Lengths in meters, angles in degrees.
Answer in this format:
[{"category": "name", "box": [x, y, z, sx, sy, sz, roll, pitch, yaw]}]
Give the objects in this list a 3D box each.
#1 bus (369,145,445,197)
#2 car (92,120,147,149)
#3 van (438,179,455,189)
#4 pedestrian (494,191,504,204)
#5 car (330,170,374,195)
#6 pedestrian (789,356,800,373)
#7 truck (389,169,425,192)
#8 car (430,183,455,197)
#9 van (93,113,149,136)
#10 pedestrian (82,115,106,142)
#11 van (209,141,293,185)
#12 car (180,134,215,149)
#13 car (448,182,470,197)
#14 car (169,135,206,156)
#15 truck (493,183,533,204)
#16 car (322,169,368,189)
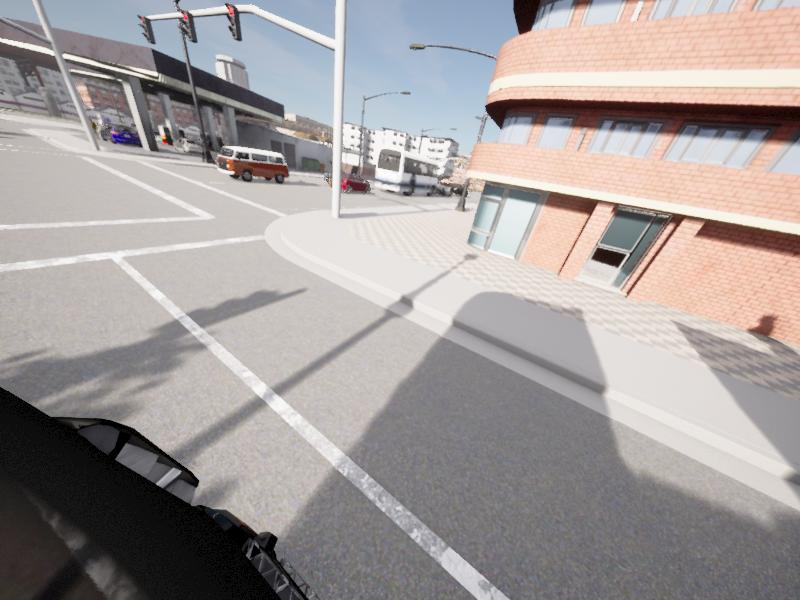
[{"category": "bus", "box": [1.217, -15.108, 27.910, 3.944, 4.253, 10.273, 24, 32, 23]}, {"category": "car", "box": [-28.264, -16.705, 23.315, 4.611, 1.667, 2.242, 25, 32, 24]}, {"category": "van", "box": [14.896, -37.310, 74.339, 4.480, 2.038, 2.069, 25, 32, 24]}, {"category": "pedestrian", "box": [16.363, -16.903, 38.287, 0.751, 1.860, 0.751, 27, 33, 27]}, {"category": "car", "box": [-4.172, -10.353, 20.445, 1.845, 1.501, 3.633, 24, 32, 23]}, {"category": "pedestrian", "box": [8.468, 0.827, 4.003, 0.751, 1.860, 0.751, 28, 34, 29]}, {"category": "truck", "box": [1.108, -17.528, 33.986, 2.627, 2.467, 5.204, 24, 33, 23]}, {"category": "car", "box": [6.916, -17.629, 37.120, 2.038, 1.542, 4.974, 23, 31, 22]}, {"category": "van", "box": [-55.509, -34.994, 46.241, 2.351, 2.431, 6.366, 25, 32, 24]}, {"category": "pedestrian", "box": [-28.420, -15.876, 21.467, 0.751, 1.860, 0.751, 24, 32, 23]}, {"category": "van", "box": [-10.421, -9.702, 16.666, 2.069, 2.038, 4.480, 24, 31, 22]}, {"category": "car", "box": [-38.543, -30.188, 44.175, 1.930, 1.638, 5.238, 9, 29, -3]}, {"category": "car", "box": [11.084, -20.559, 43.200, 2.150, 2.045, 5.566, 23, 31, 21]}, {"category": "car", "box": [-25.884, -18.796, 28.170, 3.806, 1.475, 1.970, 25, 32, 24]}, {"category": "truck", "box": [30.209, -28.706, 62.222, 8.468, 3.827, 2.891, 26, 32, 26]}, {"category": "car", "box": [-5.613, -12.584, 24.182, 1.895, 1.301, 4.718, 24, 32, 23]}]
